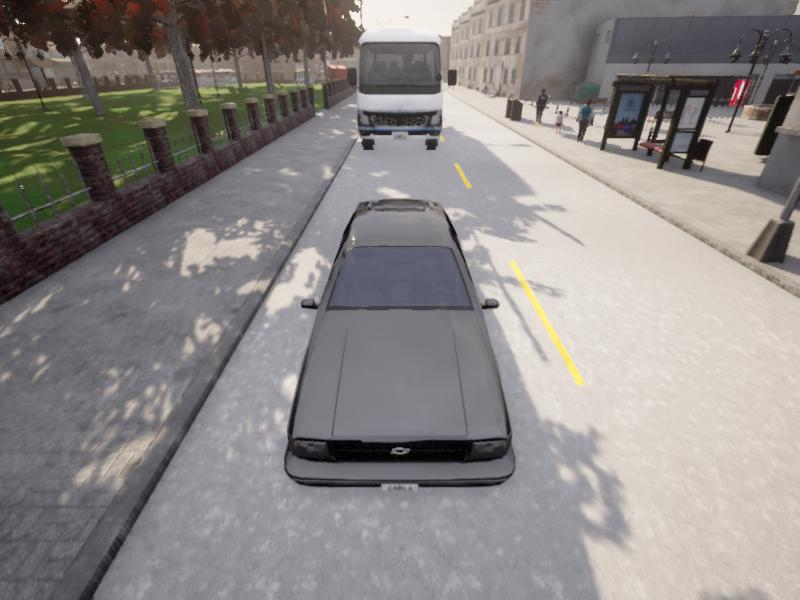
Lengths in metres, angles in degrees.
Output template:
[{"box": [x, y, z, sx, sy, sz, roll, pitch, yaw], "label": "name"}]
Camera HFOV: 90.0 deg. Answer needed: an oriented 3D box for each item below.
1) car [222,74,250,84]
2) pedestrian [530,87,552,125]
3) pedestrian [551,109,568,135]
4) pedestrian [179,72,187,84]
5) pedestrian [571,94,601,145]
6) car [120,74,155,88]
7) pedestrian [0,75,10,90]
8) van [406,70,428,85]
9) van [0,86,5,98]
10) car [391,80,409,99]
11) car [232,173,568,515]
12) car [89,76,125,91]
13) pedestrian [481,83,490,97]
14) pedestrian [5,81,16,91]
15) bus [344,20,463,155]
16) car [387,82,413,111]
[{"box": [-33.470, -45.034, 81.570, 4.553, 1.767, 2.097, 0, 30, 0], "label": "car"}, {"box": [8.021, -11.061, 22.795, 0.751, 1.860, 0.751, 4, 31, 7], "label": "pedestrian"}, {"box": [7.724, -8.603, 19.347, 0.500, 1.100, 0.500, 6, 31, 10], "label": "pedestrian"}, {"box": [-39.809, -40.716, 73.414, 0.751, 1.860, 0.751, 0, 30, 0], "label": "pedestrian"}, {"box": [7.863, -7.658, 16.981, 0.751, 1.860, 0.751, 9, 32, 16], "label": "pedestrian"}, {"box": [-45.285, -37.960, 69.234, 2.150, 2.045, 5.566, 0, 30, 0], "label": "car"}, {"box": [-54.569, -29.798, 54.777, 0.751, 1.860, 0.751, -1, 30, -1], "label": "pedestrian"}, {"box": [3.328, -44.020, 79.066, 1.988, 2.561, 5.915, -12, 32, -19], "label": "van"}, {"box": [-45.103, -22.049, 41.237, 2.351, 2.431, 6.366, -2, 30, -2], "label": "van"}, {"box": [-0.009, -23.537, 44.572, 1.930, 1.638, 5.238, 0, 30, 0], "label": "car"}, {"box": [0.000, -0.277, 5.086, 2.033, 1.411, 5.357, 0, 30, 0], "label": "car"}, {"box": [-45.287, -33.645, 62.022, 1.932, 1.855, 4.605, 0, 30, 0], "label": "car"}, {"box": [9.177, -22.460, 42.819, 0.751, 1.300, 0.751, 2, 30, 4], "label": "pedestrian"}, {"box": [-52.440, -28.802, 53.828, 0.500, 1.100, 0.500, 11, 32, 17], "label": "pedestrian"}, {"box": [0.122, -9.913, 18.734, 3.944, 4.253, 10.273, 0, 29, 0], "label": "bus"}, {"box": [-0.001, -16.253, 31.885, 1.905, 1.878, 3.866, 0, 30, 0], "label": "car"}]
